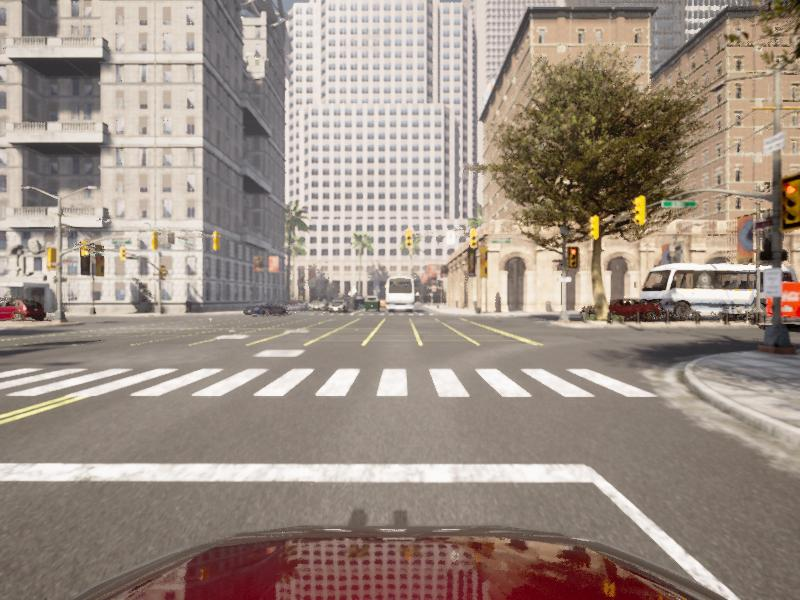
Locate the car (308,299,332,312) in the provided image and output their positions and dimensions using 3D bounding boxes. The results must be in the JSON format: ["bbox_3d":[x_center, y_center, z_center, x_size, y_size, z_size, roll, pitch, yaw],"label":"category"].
[{"bbox_3d":[-10.446,0.648,52.394,2.152,1.651,5.027,0,0,0],"label":"car"}]

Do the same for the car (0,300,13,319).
[{"bbox_3d":[-33.938,0.748,31.499,4.974,1.542,2.038,0,0,0],"label":"car"}]

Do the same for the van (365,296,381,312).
[{"bbox_3d":[-3.453,0.470,51.243,1.775,1.987,4.442,0,0,0],"label":"van"}]

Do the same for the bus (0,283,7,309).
[{"bbox_3d":[-68.007,-0.693,61.944,3.944,4.253,10.273,0,0,1],"label":"bus"}]

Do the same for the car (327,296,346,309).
[{"bbox_3d":[-10.374,0.397,65.704,2.150,2.045,5.566,0,1,1],"label":"car"}]

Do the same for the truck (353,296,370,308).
[{"bbox_3d":[-6.810,0.348,71.448,2.390,2.098,6.274,0,0,1],"label":"truck"}]

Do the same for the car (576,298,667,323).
[{"bbox_3d":[15.168,0.710,27.609,5.027,1.651,2.152,0,0,1],"label":"car"}]

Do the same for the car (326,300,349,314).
[{"bbox_3d":[-6.959,0.740,45.082,1.970,1.475,3.806,0,0,0],"label":"car"}]

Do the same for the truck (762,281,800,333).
[{"bbox_3d":[21.558,0.314,19.612,5.204,2.467,2.627,0,0,0],"label":"truck"}]

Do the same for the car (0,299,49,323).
[{"bbox_3d":[-27.329,0.718,27.955,3.988,1.617,1.851,0,0,0],"label":"car"}]

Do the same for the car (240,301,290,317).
[{"bbox_3d":[-12.448,0.814,37.232,1.994,1.385,4.181,0,0,27],"label":"car"}]

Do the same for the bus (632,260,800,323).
[{"bbox_3d":[24.273,-0.599,30.858,10.273,4.253,3.944,2,0,1],"label":"bus"}]

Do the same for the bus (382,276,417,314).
[{"bbox_3d":[-0.072,-0.655,50.962,3.944,4.253,10.273,0,1,0],"label":"bus"}]
